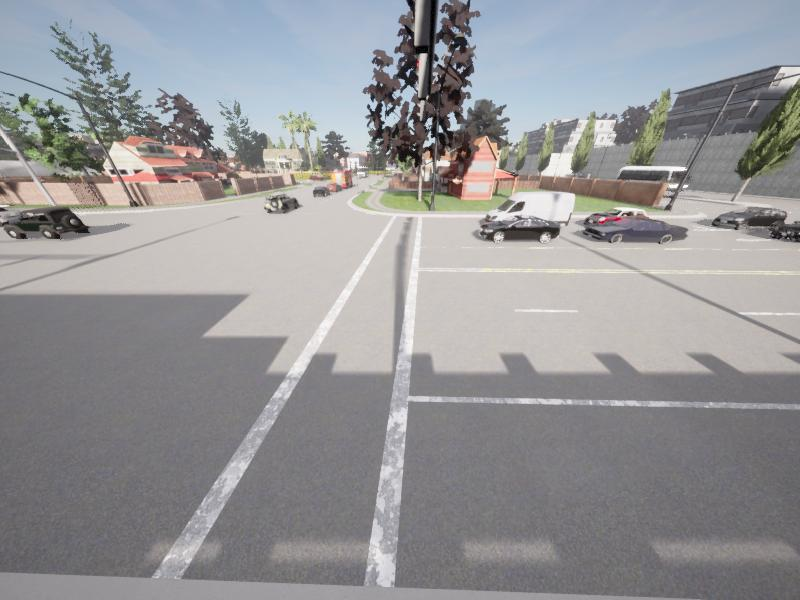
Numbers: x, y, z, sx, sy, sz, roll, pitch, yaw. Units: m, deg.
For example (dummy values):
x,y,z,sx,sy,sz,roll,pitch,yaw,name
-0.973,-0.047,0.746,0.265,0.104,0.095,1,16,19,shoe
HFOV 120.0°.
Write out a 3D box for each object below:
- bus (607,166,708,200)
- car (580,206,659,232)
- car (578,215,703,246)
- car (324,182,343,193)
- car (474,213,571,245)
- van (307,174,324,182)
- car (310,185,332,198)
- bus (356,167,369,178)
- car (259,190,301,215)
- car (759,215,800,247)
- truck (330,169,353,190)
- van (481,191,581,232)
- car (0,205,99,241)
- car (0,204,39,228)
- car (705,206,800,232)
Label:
x,y,z,sx,sy,sz,roll,pitch,yaw,name
40.065,-18.975,37.019,3.944,4.253,10.273,0,30,1,bus
16.668,-6.258,17.768,3.806,1.475,1.970,1,30,1,car
15.016,-4.475,14.763,5.357,1.411,2.033,1,30,1,car
-12.742,-21.678,44.331,2.152,1.651,5.027,0,30,0,car
7.624,-4.622,14.901,4.902,1.511,2.128,1,30,1,car
-26.291,-38.180,72.321,4.442,1.987,1.775,6,31,10,van
-12.736,-17.738,37.634,1.837,1.490,4.892,0,30,0,car
-16.290,-55.543,100.349,3.944,4.253,10.273,0,30,0,bus
-12.684,-10.535,24.778,1.932,1.855,4.605,0,30,0,car
26.873,-4.397,14.521,4.892,1.490,1.837,-1,30,1,car
-12.763,-27.017,51.377,2.891,3.827,8.468,0,30,0,truck
9.682,-6.788,17.625,5.915,2.561,1.988,1,30,1,van
-23.723,-5.177,15.463,3.866,1.878,1.905,1,30,1,car
-33.133,-6.880,18.785,3.806,1.475,1.970,1,30,1,car
26.665,-6.210,17.613,3.705,1.549,1.789,0,30,-1,car
